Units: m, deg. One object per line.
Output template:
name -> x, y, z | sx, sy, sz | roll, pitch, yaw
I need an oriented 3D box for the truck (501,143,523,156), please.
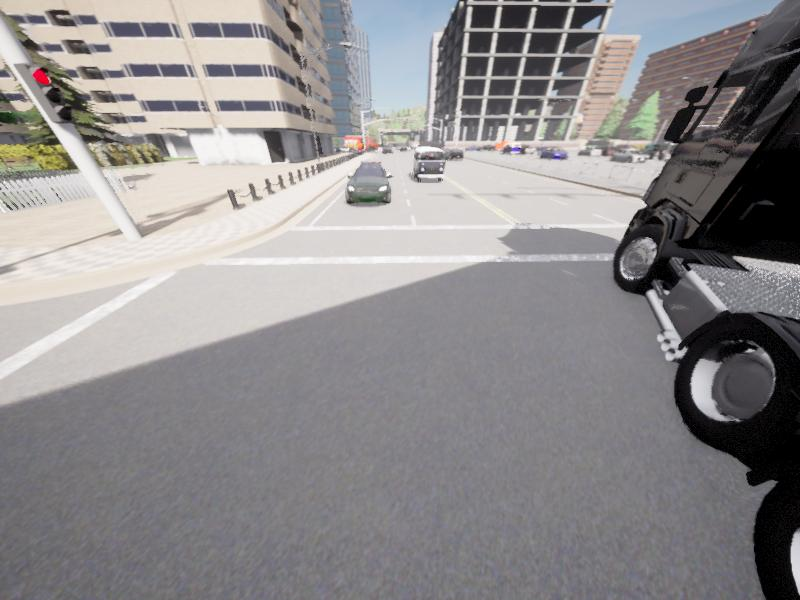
truck -> 22.138, -29.999, 45.854 | 2.069, 2.038, 4.478 | -1, 34, -1

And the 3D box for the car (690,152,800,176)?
car -> 28.562, -11.479, 19.311 | 2.033, 1.415, 5.357 | -1, 34, -1

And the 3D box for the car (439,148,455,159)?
car -> 8.169, -25.817, 40.595 | 1.812, 1.442, 4.674 | -1, 34, -1

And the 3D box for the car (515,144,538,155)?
car -> 25.031, -30.002, 46.020 | 1.932, 1.855, 4.605 | -1, 34, -1

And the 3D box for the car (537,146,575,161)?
car -> 22.512, -21.298, 33.583 | 2.242, 1.667, 4.611 | -1, 34, -1

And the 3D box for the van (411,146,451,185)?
van -> 1.968, -9.594, 16.328 | 2.069, 2.038, 4.480 | -1, 34, -1

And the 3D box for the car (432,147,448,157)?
car -> 7.977, -29.891, 46.604 | 2.033, 1.411, 5.357 | -1, 34, -1

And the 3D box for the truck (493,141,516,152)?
truck -> 30.316, -44.812, 67.340 | 5.204, 2.467, 2.627 | -1, 34, -1

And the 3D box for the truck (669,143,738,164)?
truck -> 36.966, -18.113, 28.418 | 2.069, 2.038, 4.478 | -1, 34, -1

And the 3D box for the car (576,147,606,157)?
car -> 33.698, -26.290, 40.993 | 1.970, 1.475, 3.806 | -1, 34, -1

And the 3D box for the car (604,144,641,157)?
car -> 39.273, -26.598, 41.002 | 1.932, 1.855, 4.605 | -1, 34, -1

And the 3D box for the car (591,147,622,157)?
car -> 36.592, -26.357, 41.029 | 1.784, 1.438, 3.905 | -1, 34, -1

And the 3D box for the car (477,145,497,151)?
car -> 24.229, -42.434, 64.498 | 4.892, 1.490, 1.837 | -1, 34, -1

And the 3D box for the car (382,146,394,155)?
car -> -2.741, -34.200, 52.710 | 1.930, 1.638, 5.238 | -7, 35, -11

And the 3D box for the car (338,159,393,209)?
car -> -1.382, -5.854, 11.314 | 2.038, 1.542, 4.974 | -1, 34, -1

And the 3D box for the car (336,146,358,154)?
car -> -13.246, -37.513, 57.592 | 4.974, 1.542, 2.038 | -2, 34, -1

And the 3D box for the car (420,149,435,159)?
car -> 4.683, -25.533, 40.319 | 1.895, 1.301, 4.718 | -1, 34, -1

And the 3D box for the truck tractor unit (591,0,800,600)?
truck tractor unit -> 4.362, -0.715, 1.389 | 3.053, 4.208, 6.516 | 17, 38, 23

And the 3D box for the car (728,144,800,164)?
car -> 45.180, -18.187, 28.673 | 1.932, 1.855, 4.605 | -1, 34, -1

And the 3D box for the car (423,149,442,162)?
car -> 4.856, -22.018, 35.008 | 2.163, 1.488, 4.792 | -1, 34, -1

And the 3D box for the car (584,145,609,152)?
car -> 55.661, -42.940, 65.368 | 5.008, 1.535, 1.882 | -1, 34, -1

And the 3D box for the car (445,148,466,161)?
car -> 8.351, -22.204, 35.222 | 1.882, 1.535, 5.008 | -1, 34, -1

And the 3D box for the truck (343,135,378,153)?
truck -> -10.064, -40.508, 59.932 | 8.468, 3.827, 2.891 | -3, 34, -4

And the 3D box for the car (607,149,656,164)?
car -> 28.290, -17.691, 28.417 | 1.970, 1.475, 3.806 | -1, 34, -1

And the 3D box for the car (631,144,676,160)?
car -> 36.807, -21.630, 33.739 | 1.905, 1.878, 3.866 | -1, 34, -1
